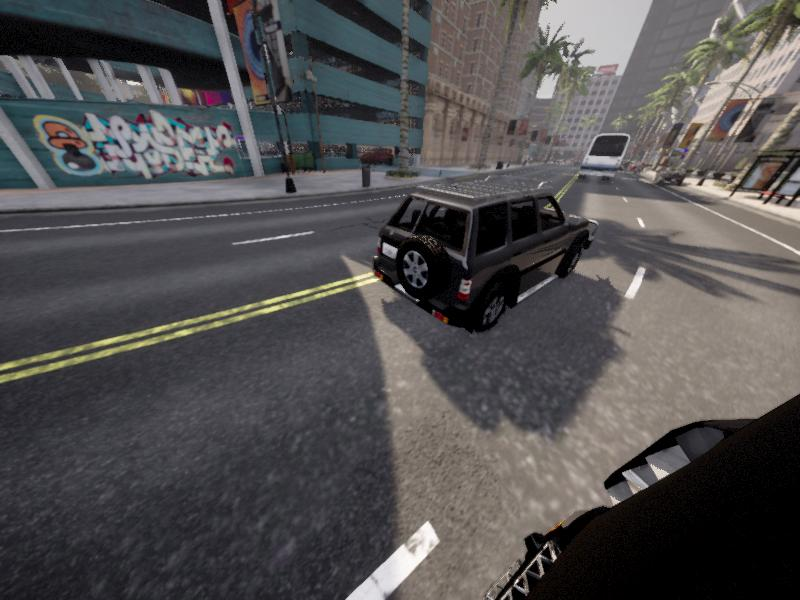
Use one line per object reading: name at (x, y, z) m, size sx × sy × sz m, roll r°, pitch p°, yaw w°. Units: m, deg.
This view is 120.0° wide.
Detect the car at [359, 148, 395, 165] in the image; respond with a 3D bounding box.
car at (-3.456, -22.494, 36.118) m, size 2.435 × 2.045 × 5.566 m, roll 23°, pitch 38°, yaw 28°

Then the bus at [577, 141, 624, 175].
bus at (32.711, -23.408, 37.999) m, size 3.944 × 4.253 × 10.273 m, roll 23°, pitch 39°, yaw 28°

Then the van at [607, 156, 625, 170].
van at (49.019, -31.291, 52.587) m, size 1.988 × 2.561 × 5.915 m, roll 23°, pitch 39°, yaw 29°

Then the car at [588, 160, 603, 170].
car at (45.485, -31.483, 53.813) m, size 2.152 × 1.651 × 5.027 m, roll 23°, pitch 39°, yaw 29°

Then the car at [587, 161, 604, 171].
car at (40.700, -27.994, 48.174) m, size 2.152 × 1.651 × 5.027 m, roll 23°, pitch 38°, yaw 28°

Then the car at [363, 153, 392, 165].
car at (-3.435, -22.190, 36.372) m, size 2.007 × 1.523 × 4.514 m, roll 23°, pitch 38°, yaw 28°

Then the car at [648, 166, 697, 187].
car at (29.266, -13.477, 25.036) m, size 2.231 × 1.521 × 4.892 m, roll 23°, pitch 38°, yaw 28°

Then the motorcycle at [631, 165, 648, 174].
motorcycle at (41.955, -22.821, 40.417) m, size 2.356 × 1.277 × 0.764 m, roll -12°, pitch 36°, yaw -21°

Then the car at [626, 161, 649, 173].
car at (46.366, -26.157, 45.278) m, size 2.185 × 1.767 × 4.553 m, roll 23°, pitch 38°, yaw 28°

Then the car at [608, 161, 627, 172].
car at (42.360, -26.001, 45.055) m, size 2.038 × 1.542 × 4.974 m, roll 23°, pitch 39°, yaw 28°

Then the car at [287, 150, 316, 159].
car at (-18.970, -28.071, 44.561) m, size 1.895 × 1.301 × 4.718 m, roll 23°, pitch 38°, yaw 28°

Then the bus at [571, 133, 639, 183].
bus at (24.006, -16.997, 27.639) m, size 3.944 × 4.253 × 10.273 m, roll 23°, pitch 38°, yaw 28°

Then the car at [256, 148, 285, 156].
car at (-28.142, -32.240, 50.327) m, size 2.161 × 1.482 × 4.786 m, roll 23°, pitch 38°, yaw 28°

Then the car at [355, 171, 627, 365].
car at (1.768, -1.144, 4.166) m, size 4.605 × 1.855 × 1.932 m, roll -22°, pitch 41°, yaw -32°
